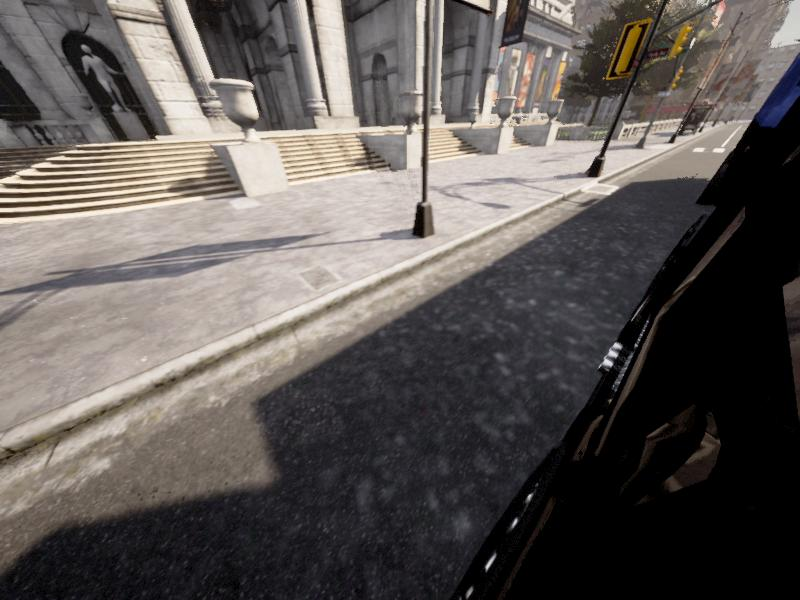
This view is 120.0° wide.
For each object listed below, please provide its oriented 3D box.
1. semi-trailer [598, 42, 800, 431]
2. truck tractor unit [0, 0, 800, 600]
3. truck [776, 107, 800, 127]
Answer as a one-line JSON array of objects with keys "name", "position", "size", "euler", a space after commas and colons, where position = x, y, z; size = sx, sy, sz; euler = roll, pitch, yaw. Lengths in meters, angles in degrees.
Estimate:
[{"name": "semi-trailer", "position": [8.695, -3.601, 4.239], "size": [14.254, 4.402, 2.717], "euler": [-28, 44, -30]}, {"name": "truck tractor unit", "position": [2.645, -0.295, 0.351], "size": [6.516, 4.208, 3.053], "euler": [-28, 44, -30]}, {"name": "truck", "position": [63.610, -29.351, 36.921], "size": [5.204, 2.467, 2.627], "euler": [-28, 44, -30]}]
